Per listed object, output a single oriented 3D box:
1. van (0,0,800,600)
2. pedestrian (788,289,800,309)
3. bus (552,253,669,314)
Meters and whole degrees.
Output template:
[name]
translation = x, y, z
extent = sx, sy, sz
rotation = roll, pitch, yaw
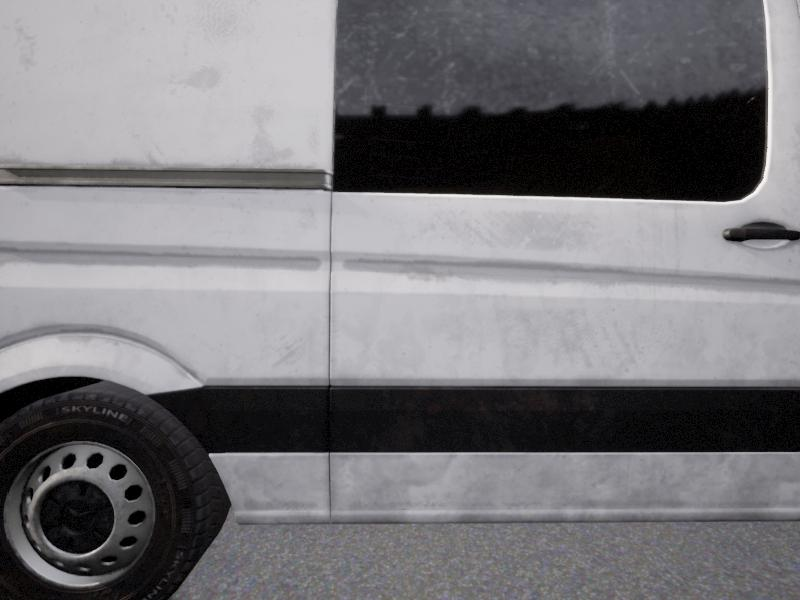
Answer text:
[van]
translation = 0.744, -0.278, 2.191
extent = 5.915, 2.561, 1.988
rotation = 0, 0, -1
[pedestrian]
translation = 36.780, -0.115, 37.192
extent = 0.751, 1.860, 0.751
rotation = 0, 0, 0
[bus]
translation = 16.488, -1.134, 32.689
extent = 3.944, 4.253, 10.273
rotation = 0, 0, -2
